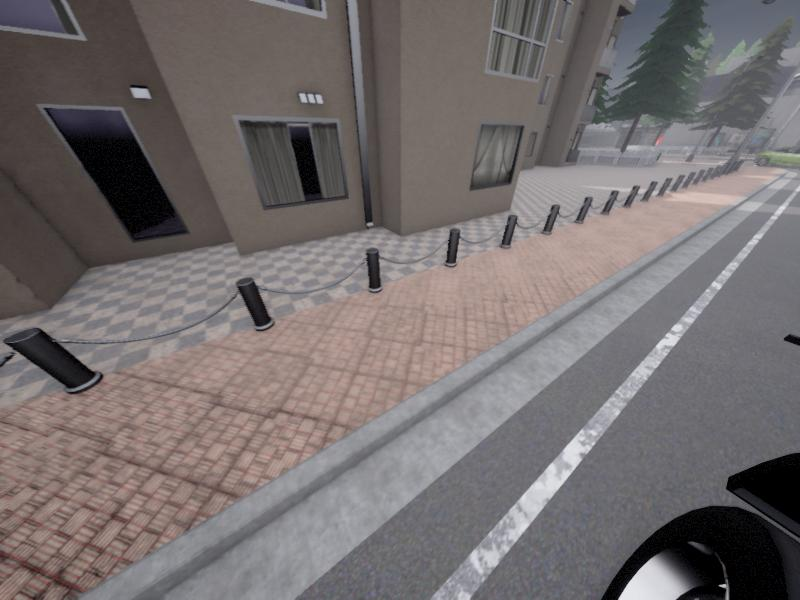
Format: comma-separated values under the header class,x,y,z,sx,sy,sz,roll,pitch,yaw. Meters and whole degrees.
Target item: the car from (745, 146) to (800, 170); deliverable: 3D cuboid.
class,x,y,z,sx,sy,sz,roll,pitch,yaw
car,32.962,-11.723,19.015,2.007,1.525,4.514,-4,35,-5
